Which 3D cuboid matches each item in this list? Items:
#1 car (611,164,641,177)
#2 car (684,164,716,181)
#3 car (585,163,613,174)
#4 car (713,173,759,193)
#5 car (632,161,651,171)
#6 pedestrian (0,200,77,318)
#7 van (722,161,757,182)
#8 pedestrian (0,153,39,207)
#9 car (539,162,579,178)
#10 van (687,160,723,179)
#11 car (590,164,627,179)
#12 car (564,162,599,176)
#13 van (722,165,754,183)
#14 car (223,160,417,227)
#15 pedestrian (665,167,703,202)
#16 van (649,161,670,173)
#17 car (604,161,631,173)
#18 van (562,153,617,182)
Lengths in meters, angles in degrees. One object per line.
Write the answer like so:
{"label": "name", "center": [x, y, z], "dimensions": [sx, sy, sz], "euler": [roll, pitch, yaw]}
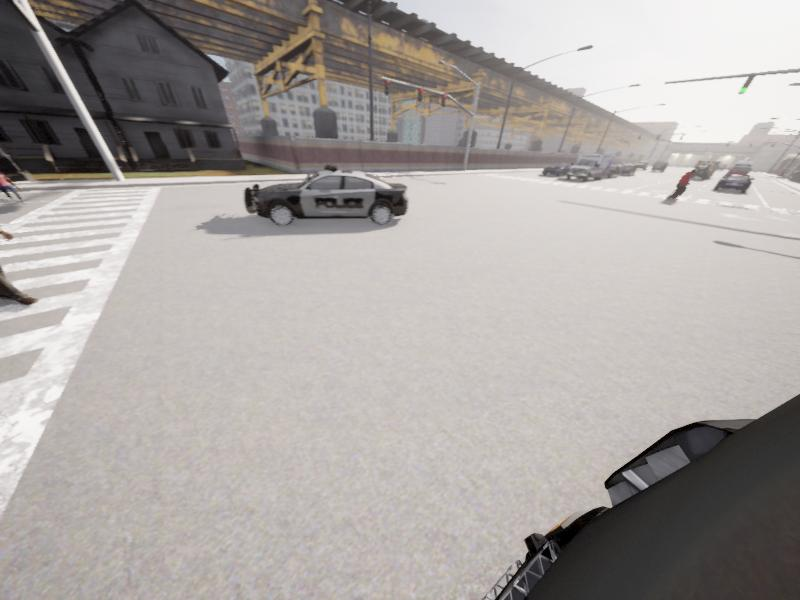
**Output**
{"label": "car", "center": [33.504, -19.272, 34.243], "dimensions": [4.892, 1.490, 1.837], "euler": [-22, 41, -32]}
{"label": "car", "center": [43.338, -18.467, 33.402], "dimensions": [4.605, 1.855, 1.932], "euler": [-22, 41, -32]}
{"label": "car", "center": [31.723, -20.970, 36.794], "dimensions": [4.181, 1.385, 1.994], "euler": [-22, 41, -33]}
{"label": "car", "center": [32.213, -11.309, 22.217], "dimensions": [4.181, 1.385, 1.994], "euler": [-22, 41, -32]}
{"label": "car", "center": [54.767, -30.458, 52.371], "dimensions": [3.866, 1.878, 1.905], "euler": [-22, 41, -32]}
{"label": "pedestrian", "center": [-5.656, -0.754, 2.969], "dimensions": [0.751, 1.860, 0.751], "euler": [3, 33, 1]}
{"label": "van", "center": [52.727, -20.065, 35.910], "dimensions": [5.915, 2.561, 1.988], "euler": [-22, 41, -32]}
{"label": "pedestrian", "center": [-13.133, -4.099, 7.478], "dimensions": [0.751, 1.860, 0.751], "euler": [21, 37, 25]}
{"label": "car", "center": [19.779, -16.166, 28.624], "dimensions": [5.357, 1.411, 2.033], "euler": [-22, 41, -32]}
{"label": "van", "center": [49.599, -21.212, 37.516], "dimensions": [6.366, 2.431, 2.351], "euler": [-22, 41, -32]}
{"label": "car", "center": [27.000, -16.612, 29.831], "dimensions": [5.357, 1.411, 2.033], "euler": [-22, 41, -32]}
{"label": "car", "center": [25.696, -18.549, 32.665], "dimensions": [5.357, 1.411, 2.033], "euler": [-22, 41, -32]}
{"label": "van", "center": [47.359, -17.678, 32.400], "dimensions": [4.442, 1.987, 1.775], "euler": [-22, 40, -32]}
{"label": "car", "center": [-2.275, -3.589, 7.750], "dimensions": [5.238, 1.638, 1.930], "euler": [-4, 34, -11]}
{"label": "pedestrian", "center": [17.943, -7.314, 14.632], "dimensions": [0.751, 1.860, 0.751], "euler": [-23, 41, -34]}
{"label": "van", "center": [54.279, -27.838, 48.287], "dimensions": [4.442, 1.987, 1.775], "euler": [-22, 41, -32]}
{"label": "car", "center": [39.837, -24.355, 42.241], "dimensions": [4.611, 1.667, 2.242], "euler": [-22, 41, -32]}
{"label": "van", "center": [20.793, -14.536, 25.295], "dimensions": [6.366, 2.431, 2.351], "euler": [-22, 41, -32]}
